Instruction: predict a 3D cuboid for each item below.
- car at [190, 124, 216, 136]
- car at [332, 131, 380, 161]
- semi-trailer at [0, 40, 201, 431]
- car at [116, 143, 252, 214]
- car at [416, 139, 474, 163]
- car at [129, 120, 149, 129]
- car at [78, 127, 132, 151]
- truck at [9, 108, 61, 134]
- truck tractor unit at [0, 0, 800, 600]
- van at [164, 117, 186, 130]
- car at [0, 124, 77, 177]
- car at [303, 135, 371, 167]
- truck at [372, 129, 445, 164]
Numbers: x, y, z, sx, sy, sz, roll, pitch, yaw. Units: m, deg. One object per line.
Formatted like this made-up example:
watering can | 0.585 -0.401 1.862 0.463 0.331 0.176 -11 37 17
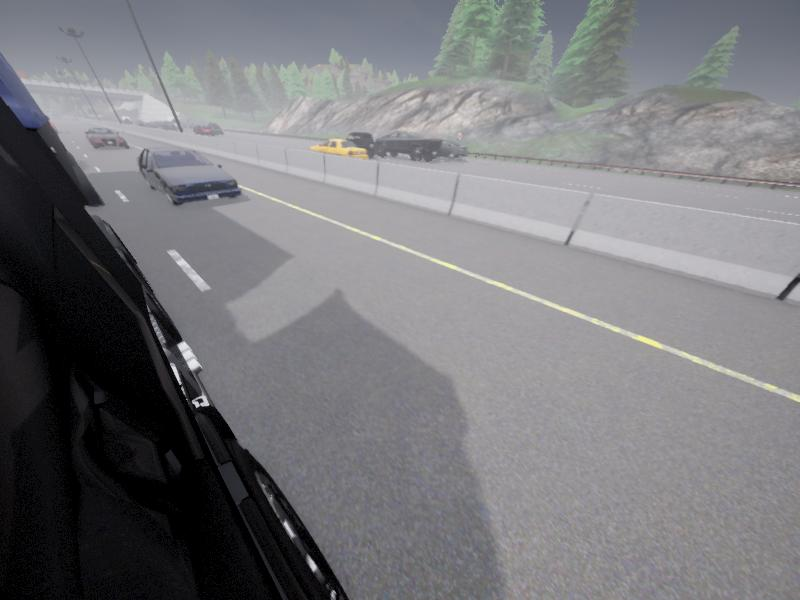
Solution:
car | -34.395 -29.579 40.268 4.514 1.525 2.007 28 43 30
car | -3.851 -13.544 20.210 3.866 1.878 1.905 28 43 30
semi-trailer | -8.697 -3.586 4.258 14.254 4.402 2.717 28 43 30
car | -7.732 -4.542 8.170 5.357 1.411 2.033 28 43 30
car | 4.257 -14.516 22.376 4.902 1.511 2.128 28 43 30
car | -61.193 -41.078 54.112 4.974 1.542 2.038 28 43 30
car | -24.051 -13.183 18.845 4.181 1.385 1.994 28 43 30
truck | -47.583 -23.399 30.237 5.204 2.467 2.627 28 43 30
truck tractor unit | -2.645 -0.295 0.351 6.516 4.208 3.053 28 44 30
van | -56.840 -44.616 58.341 5.915 2.561 1.988 28 43 30
car | -17.610 -7.172 10.897 4.856 1.649 2.033 28 43 30
car | -4.740 -11.175 17.199 5.366 1.575 1.801 28 43 30
truck | 0.578 -13.994 20.933 6.274 2.098 2.390 28 43 30
